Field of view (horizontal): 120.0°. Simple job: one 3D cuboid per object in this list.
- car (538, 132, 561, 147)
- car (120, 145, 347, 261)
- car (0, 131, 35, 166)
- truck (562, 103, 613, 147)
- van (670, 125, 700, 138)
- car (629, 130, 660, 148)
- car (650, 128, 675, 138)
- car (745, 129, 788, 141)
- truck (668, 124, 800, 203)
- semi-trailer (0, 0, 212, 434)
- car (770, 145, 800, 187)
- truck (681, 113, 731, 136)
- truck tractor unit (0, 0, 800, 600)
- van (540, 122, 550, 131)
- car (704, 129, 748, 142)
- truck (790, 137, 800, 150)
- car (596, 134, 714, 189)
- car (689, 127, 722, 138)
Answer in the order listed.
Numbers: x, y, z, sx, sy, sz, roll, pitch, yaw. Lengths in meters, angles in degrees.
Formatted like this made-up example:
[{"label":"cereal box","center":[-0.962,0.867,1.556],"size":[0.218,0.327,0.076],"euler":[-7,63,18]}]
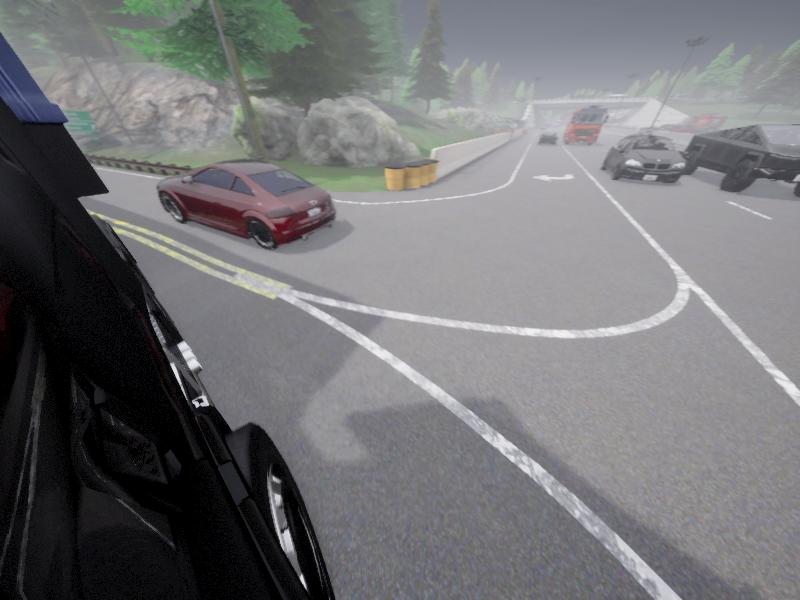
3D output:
[{"label":"car","center":[18.153,-19.717,28.241],"size":[1.895,1.301,4.718],"euler":[17,40,20]},{"label":"car","center":[-3.642,-2.514,5.461],"size":[4.181,1.385,1.994],"euler":[18,41,16]},{"label":"car","center":[-23.694,-8.740,13.261],"size":[3.705,1.549,1.789],"euler":[17,40,21]},{"label":"truck","center":[22.837,-21.695,28.754],"size":[2.891,3.827,8.468],"euler":[17,41,21]},{"label":"van","center":[56.280,-33.489,45.759],"size":[1.775,1.987,4.442],"euler":[17,40,20]},{"label":"car","center":[28.741,-19.047,27.238],"size":[1.816,1.474,4.193],"euler":[24,44,28]},{"label":"car","center":[52.746,-33.710,46.518],"size":[1.970,1.475,3.806],"euler":[17,40,20]},{"label":"car","center":[58.656,-26.548,37.107],"size":[1.816,1.474,4.193],"euler":[17,40,20]},{"label":"truck","center":[14.602,-5.943,9.558],"size":[2.390,2.098,6.274],"euler":[17,40,20]},{"label":"semi-trailer","center":[-9.359,-3.019,3.495],"size":[14.254,4.402,2.717],"euler":[20,41,22]},{"label":"car","center":[17.818,-4.922,8.582],"size":[2.242,1.667,4.611],"euler":[17,40,20]},{"label":"truck","center":[68.092,-39.206,51.741],"size":[2.891,3.827,8.468],"euler":[17,40,20]},{"label":"truck tractor unit","center":[-2.645,-0.295,0.351],"size":[6.516,4.208,3.053],"euler":[28,43,30]},{"label":"van","center":[51.163,-61.291,81.620],"size":[1.988,2.561,5.915],"euler":[17,40,20]},{"label":"car","center":[49.897,-25.373,35.502],"size":[1.882,1.535,5.008],"euler":[17,40,20]},{"label":"truck","center":[41.308,-14.913,21.343],"size":[2.390,2.098,6.274],"euler":[17,40,20]},{"label":"car","center":[11.511,-6.778,10.997],"size":[2.242,1.667,4.611],"euler":[17,40,20]},{"label":"car","center":[59.921,-33.034,45.452],"size":[2.033,1.649,4.856],"euler":[17,40,20]}]
